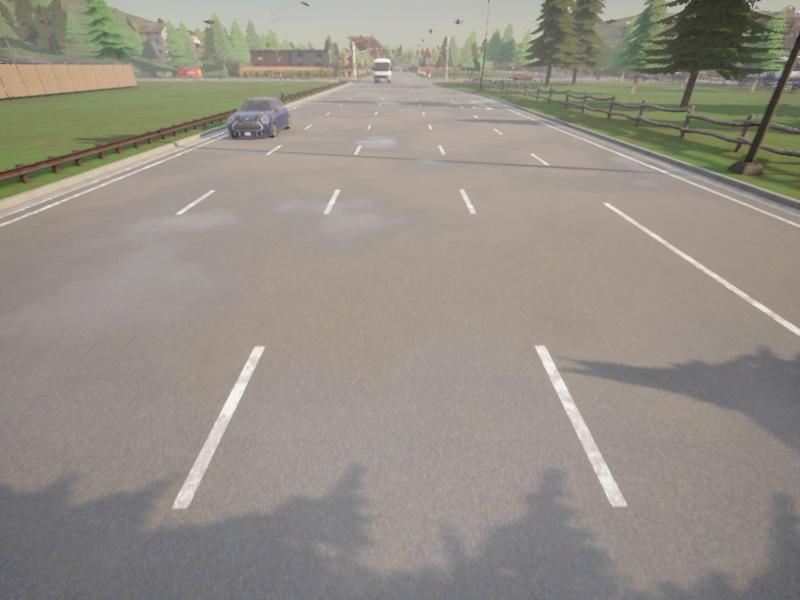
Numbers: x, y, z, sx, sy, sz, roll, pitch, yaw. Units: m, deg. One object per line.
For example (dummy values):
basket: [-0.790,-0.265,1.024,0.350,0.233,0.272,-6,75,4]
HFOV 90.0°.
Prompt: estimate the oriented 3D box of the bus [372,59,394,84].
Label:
bus: [-3.428,-47.108,82.322,3.944,4.253,10.273,0,30,0]

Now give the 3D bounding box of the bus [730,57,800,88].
bus: [61.073,-37.624,66.110,3.944,4.253,10.273,0,30,0]

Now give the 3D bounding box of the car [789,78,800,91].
car: [57.658,-30.041,55.918,2.007,1.525,4.514,0,30,0]

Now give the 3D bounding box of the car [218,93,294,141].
car: [-7.004,-9.275,20.077,2.097,1.767,4.553,0,30,0]
